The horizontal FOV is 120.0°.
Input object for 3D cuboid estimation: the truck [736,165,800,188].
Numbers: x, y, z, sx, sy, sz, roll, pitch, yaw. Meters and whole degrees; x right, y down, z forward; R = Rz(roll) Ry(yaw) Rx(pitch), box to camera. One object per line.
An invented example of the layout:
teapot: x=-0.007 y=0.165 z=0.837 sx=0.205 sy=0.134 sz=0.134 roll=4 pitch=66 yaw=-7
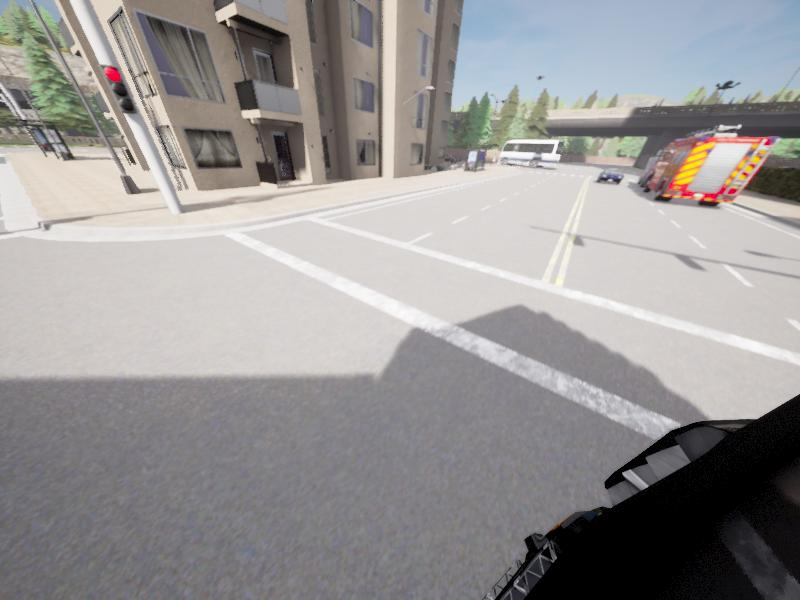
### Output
truck: x=48.369 y=-15.547 z=29.069 sx=6.274 sy=2.098 sz=2.390 roll=23 pitch=39 yaw=28

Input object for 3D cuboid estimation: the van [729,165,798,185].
van: x=49.827 y=-17.245 z=31.853 sx=4.442 sy=1.987 sz=1.775 roll=23 pitch=39 yaw=28

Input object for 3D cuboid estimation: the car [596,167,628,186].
car: x=21.683 y=-12.783 z=23.774 sx=1.895 sy=1.301 sz=4.718 roll=23 pitch=39 yaw=28

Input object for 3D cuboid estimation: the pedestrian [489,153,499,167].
pedestrian: x=15.526 y=-23.122 z=38.110 sx=0.751 sy=1.860 sz=0.751 roll=-17 pitch=38 yaw=-28

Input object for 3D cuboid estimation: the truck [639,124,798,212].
truck: x=19.207 y=-8.693 z=15.091 sx=2.891 sy=3.827 sz=8.468 roll=23 pitch=39 yaw=28

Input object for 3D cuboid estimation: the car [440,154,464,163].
car: x=10.575 y=-28.970 z=47.364 sx=4.181 sy=1.385 sz=1.994 roll=22 pitch=38 yaw=27

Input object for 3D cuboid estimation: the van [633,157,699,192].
van: x=24.351 y=-11.893 z=21.588 sx=2.351 sy=2.431 sz=6.366 roll=23 pitch=39 yaw=28

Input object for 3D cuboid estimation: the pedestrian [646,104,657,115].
pedestrian: x=53.281 y=-40.328 z=48.912 sx=0.751 sy=1.860 sz=0.751 roll=23 pitch=38 yaw=28

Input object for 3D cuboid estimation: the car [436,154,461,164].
car: x=9.242 y=-27.248 z=44.557 sx=4.193 sy=1.474 sz=1.816 roll=22 pitch=38 yaw=27

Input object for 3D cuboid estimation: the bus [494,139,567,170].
bus: x=23.496 y=-26.862 z=42.476 sx=3.944 sy=4.253 sz=10.273 roll=-24 pitch=42 yaw=-36
